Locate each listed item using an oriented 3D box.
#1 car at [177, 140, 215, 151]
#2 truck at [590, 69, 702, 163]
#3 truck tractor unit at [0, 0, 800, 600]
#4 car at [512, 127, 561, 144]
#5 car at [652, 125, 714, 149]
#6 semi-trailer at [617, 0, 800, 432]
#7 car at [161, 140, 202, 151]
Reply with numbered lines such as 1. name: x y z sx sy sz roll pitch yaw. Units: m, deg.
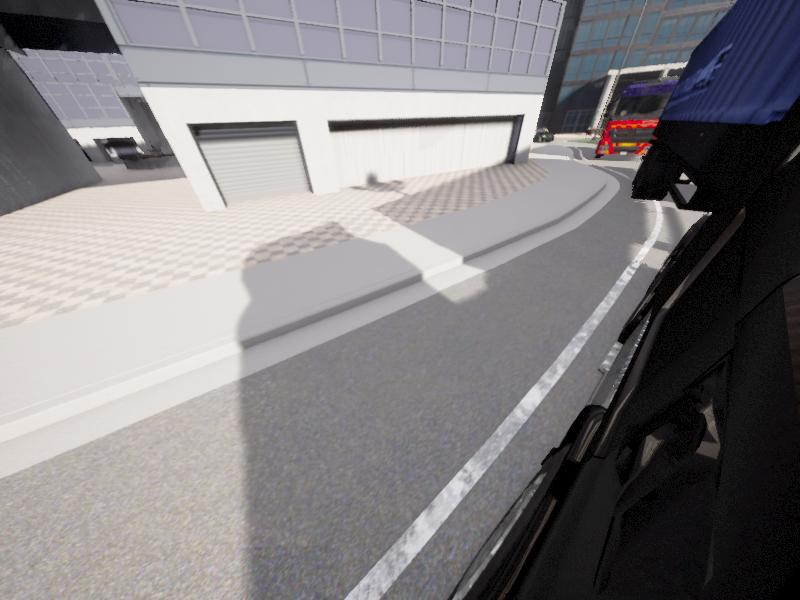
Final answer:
1. car: -36.822 -28.118 41.897 4.892 1.490 1.837 -20 40 -24
2. truck: 15.645 -11.820 15.258 2.891 3.827 8.468 24 44 31
3. truck tractor unit: 2.645 -0.295 0.351 6.516 4.208 3.053 -28 44 -30
4. car: 16.723 -20.399 28.580 2.038 1.542 4.974 -14 38 -15
5. car: 23.244 -13.439 18.982 4.181 1.385 1.994 -23 41 -24
6. semi-trailer: 7.830 -4.087 4.924 2.717 4.402 14.254 24 44 31
7. car: -40.804 -29.017 43.333 5.357 1.411 2.033 -20 40 -24
